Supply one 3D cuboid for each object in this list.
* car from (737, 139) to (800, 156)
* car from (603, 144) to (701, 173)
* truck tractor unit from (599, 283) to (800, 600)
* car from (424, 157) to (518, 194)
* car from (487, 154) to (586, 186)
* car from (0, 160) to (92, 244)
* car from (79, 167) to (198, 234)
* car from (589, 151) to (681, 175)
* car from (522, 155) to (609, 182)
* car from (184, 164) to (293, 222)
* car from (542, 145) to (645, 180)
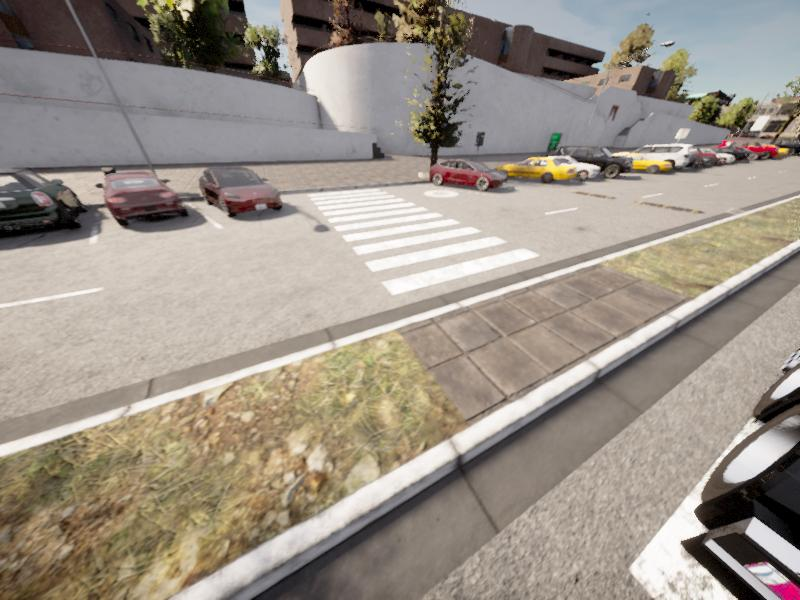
[{"bbox_3d":[55.197,-22.548,34.130,5.566,2.045,2.435,28,44,36],"label":"car"},{"bbox_3d":[22.860,-13.169,21.351,5.566,2.045,2.435,28,44,35],"label":"car"},{"bbox_3d":[5.136,-0.275,0.742,6.516,4.208,3.053,-17,38,-23],"label":"truck tractor unit"},{"bbox_3d":[4.030,-7.619,13.896,4.792,1.488,2.163,28,43,35],"label":"car"},{"bbox_3d":[9.262,-9.221,16.173,5.366,1.575,1.946,28,43,35],"label":"car"},{"bbox_3d":[-12.130,-3.263,7.279,4.553,1.767,2.185,28,43,35],"label":"car"},{"bbox_3d":[-9.471,-3.878,8.468,4.674,1.452,2.002,28,43,35],"label":"car"},{"bbox_3d":[20.321,-12.117,20.294,5.366,1.575,1.946,28,43,35],"label":"car"},{"bbox_3d":[12.096,-9.873,17.183,4.674,1.452,2.002,28,43,35],"label":"car"},{"bbox_3d":[-6.751,-4.628,9.542,4.792,1.488,2.163,28,43,35],"label":"car"},{"bbox_3d":[14.818,-10.857,18.089,5.566,2.045,2.435,28,43,35],"label":"car"}]
